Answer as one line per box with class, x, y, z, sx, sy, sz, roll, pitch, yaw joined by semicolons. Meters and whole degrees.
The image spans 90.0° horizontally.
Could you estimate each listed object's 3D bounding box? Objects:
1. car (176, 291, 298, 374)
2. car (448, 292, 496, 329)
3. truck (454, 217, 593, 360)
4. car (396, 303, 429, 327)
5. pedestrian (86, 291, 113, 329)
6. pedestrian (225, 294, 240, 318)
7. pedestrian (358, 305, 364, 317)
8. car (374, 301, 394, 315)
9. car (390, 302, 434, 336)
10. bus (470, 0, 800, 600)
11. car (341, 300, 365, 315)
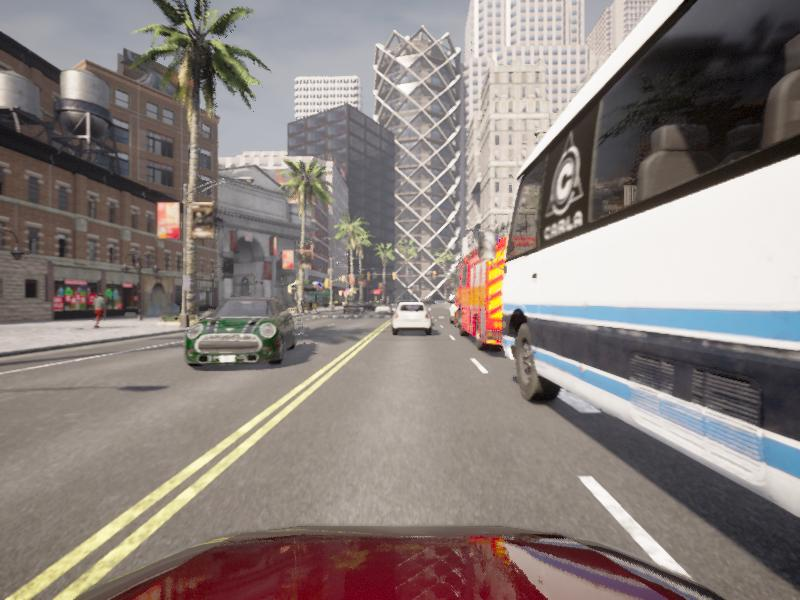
car;-4.118;0.695;10.996;2.097;1.767;4.553;0;0;-9
car;4.285;0.576;24.730;2.150;2.045;5.566;0;0;2
truck;3.894;-0.316;15.001;2.891;3.827;8.468;0;0;2
car;0.826;0.914;25.750;1.994;1.385;4.181;0;0;2
pedestrian;-15.014;0.486;19.992;0.751;1.860;0.751;0;0;7
pedestrian;-13.128;0.489;31.370;0.751;1.860;0.751;0;0;20
pedestrian;-3.736;1.025;37.982;0.500;1.100;0.500;0;0;5
car;-1.825;0.839;46.385;2.007;1.525;4.514;0;0;2
car;0.589;0.858;19.770;1.970;1.475;3.806;0;0;2
bus;3.339;-0.533;2.903;3.944;4.253;10.273;0;0;1
car;-5.337;0.780;46.166;1.930;1.638;5.238;0;0;2
